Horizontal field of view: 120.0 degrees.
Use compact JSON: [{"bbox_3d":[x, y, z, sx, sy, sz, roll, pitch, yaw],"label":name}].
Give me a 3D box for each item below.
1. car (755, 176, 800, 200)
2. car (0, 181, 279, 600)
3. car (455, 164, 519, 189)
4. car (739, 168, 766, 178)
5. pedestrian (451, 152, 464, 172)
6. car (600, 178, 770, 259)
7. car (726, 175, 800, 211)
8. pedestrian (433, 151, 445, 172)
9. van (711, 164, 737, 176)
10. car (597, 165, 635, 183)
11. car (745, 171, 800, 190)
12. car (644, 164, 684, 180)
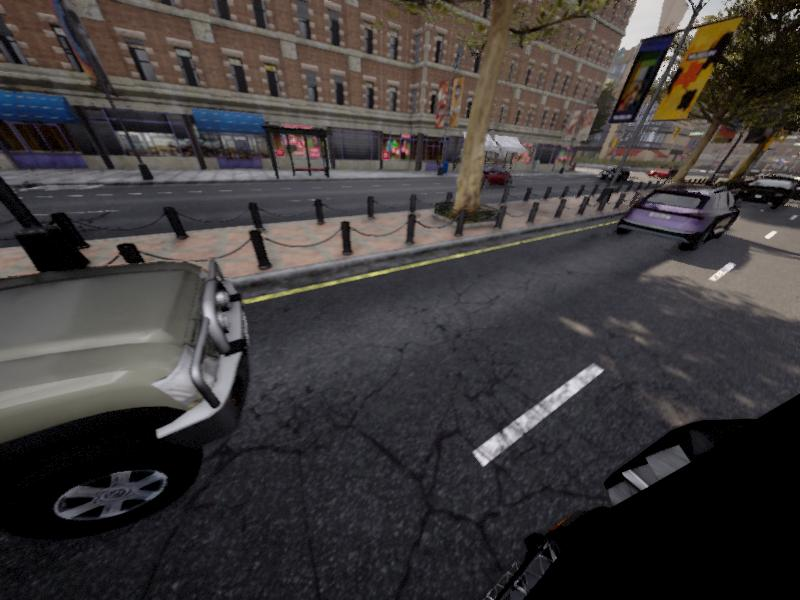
[{"bbox_3d":[32.581,-9.465,19.410,3.806,1.475,1.970,-14,37,-24],"label":"car"},{"bbox_3d":[-3.421,0.639,1.043,4.605,1.855,1.932,-16,38,-27],"label":"car"},{"bbox_3d":[6.511,-9.313,17.322,4.181,1.385,1.994,-16,38,-26],"label":"car"},{"bbox_3d":[71.281,-25.676,46.701,5.238,1.638,1.930,-16,38,-26],"label":"car"},{"bbox_3d":[6.418,-15.450,25.837,0.751,1.860,0.751,-9,35,-17],"label":"pedestrian"},{"bbox_3d":[9.322,-2.894,7.581,4.856,1.649,2.033,-16,38,-26],"label":"car"},{"bbox_3d":[23.777,-7.025,14.905,5.238,1.638,1.930,-16,38,-26],"label":"car"},{"bbox_3d":[4.110,-14.641,24.439,0.751,1.860,0.751,-11,36,-20],"label":"pedestrian"},{"bbox_3d":[67.478,-26.963,48.050,4.442,1.987,1.775,-16,38,-26],"label":"van"},{"bbox_3d":[24.031,-14.053,25.712,3.806,1.475,1.970,-22,41,-33],"label":"car"},{"bbox_3d":[46.063,-14.888,28.616,1.837,1.490,4.892,22,38,25],"label":"car"},{"bbox_3d":[37.833,-18.375,33.111,4.611,1.667,2.242,-16,38,-26],"label":"car"}]
